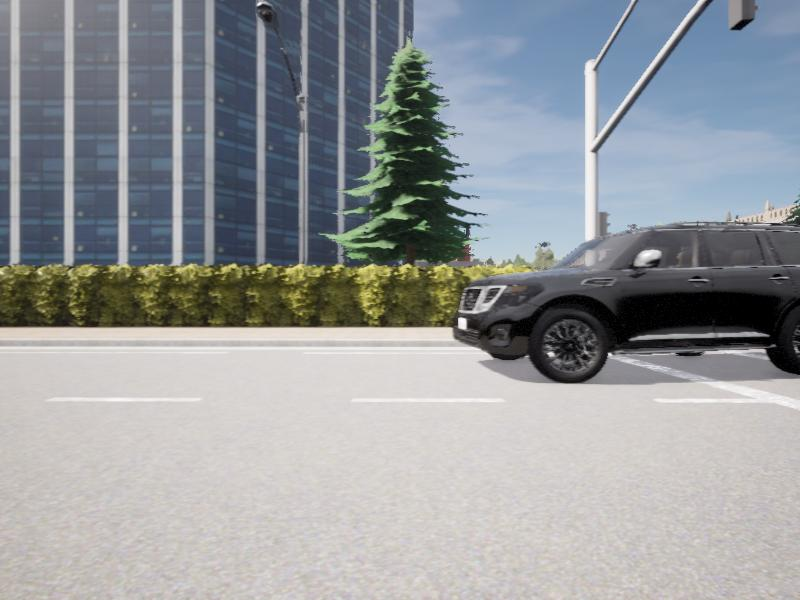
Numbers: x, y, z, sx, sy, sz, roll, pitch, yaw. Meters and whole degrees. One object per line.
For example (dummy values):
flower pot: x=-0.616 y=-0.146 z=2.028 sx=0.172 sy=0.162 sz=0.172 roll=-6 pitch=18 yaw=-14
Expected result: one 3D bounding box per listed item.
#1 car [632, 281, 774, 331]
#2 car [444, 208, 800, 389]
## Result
car: x=10.648 y=0.182 z=14.619 sx=2.007 sy=1.525 sz=4.514 roll=0 pitch=0 yaw=4
car: x=3.630 y=-0.031 z=5.937 sx=5.566 sy=2.045 sz=2.150 roll=0 pitch=0 yaw=-7
